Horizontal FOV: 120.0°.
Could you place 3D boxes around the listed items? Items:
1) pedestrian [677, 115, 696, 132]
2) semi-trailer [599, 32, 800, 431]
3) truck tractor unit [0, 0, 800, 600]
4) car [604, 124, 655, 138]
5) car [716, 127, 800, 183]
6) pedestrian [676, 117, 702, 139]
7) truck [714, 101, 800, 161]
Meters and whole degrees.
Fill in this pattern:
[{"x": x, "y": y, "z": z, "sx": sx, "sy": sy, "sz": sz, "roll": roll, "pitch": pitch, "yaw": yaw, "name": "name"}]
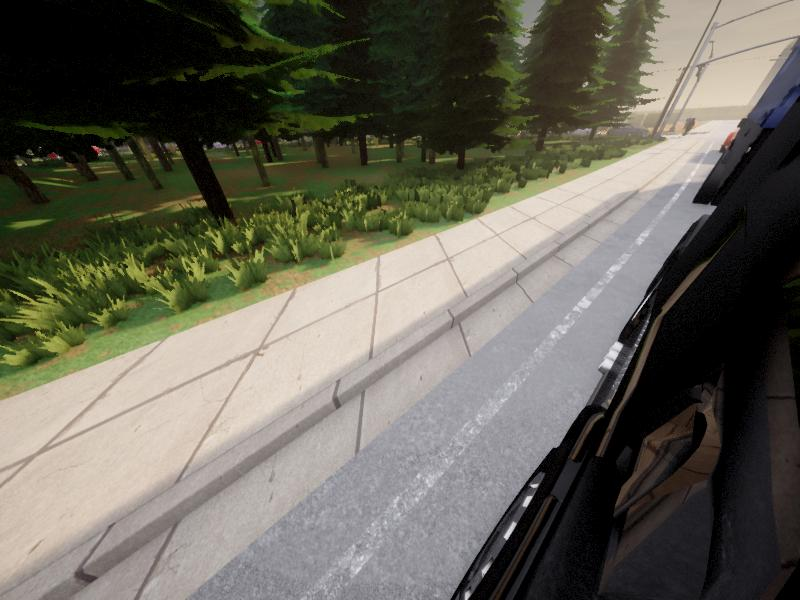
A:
[{"x": 40.186, "y": -24.767, "z": 32.392, "sx": 0.751, "sy": 1.860, "sz": 0.751, "roll": 17, "pitch": 41, "yaw": 24, "name": "pedestrian"}, {"x": 8.644, "y": -3.643, "z": 4.279, "sx": 14.254, "sy": 4.402, "sz": 2.717, "roll": -29, "pitch": 44, "yaw": -30, "name": "semi-trailer"}, {"x": 2.645, "y": -0.295, "z": 0.351, "sx": 6.516, "sy": 4.208, "sz": 3.053, "roll": -28, "pitch": 44, "yaw": -30, "name": "truck tractor unit"}, {"x": 29.387, "y": -21.738, "z": 29.761, "sx": 1.994, "sy": 1.385, "sz": 4.181, "roll": -29, "pitch": 44, "yaw": -30, "name": "car"}, {"x": 15.882, "y": -6.351, "z": 9.892, "sx": 4.902, "sy": 1.511, "sz": 2.128, "roll": -29, "pitch": 44, "yaw": -30, "name": "car"}, {"x": 30.922, "y": -18.397, "z": 24.740, "sx": 0.751, "sy": 1.860, "sz": 0.751, "roll": -18, "pitch": 39, "yaw": -19, "name": "pedestrian"}, {"x": 21.375, "y": -9.912, "z": 13.486, "sx": 5.204, "sy": 2.467, "sz": 2.627, "roll": -30, "pitch": 44, "yaw": -31, "name": "truck"}]
